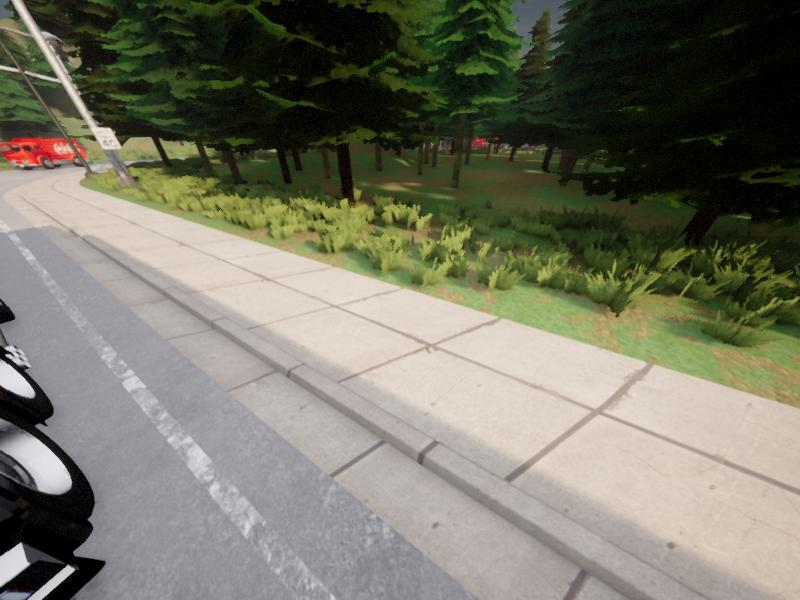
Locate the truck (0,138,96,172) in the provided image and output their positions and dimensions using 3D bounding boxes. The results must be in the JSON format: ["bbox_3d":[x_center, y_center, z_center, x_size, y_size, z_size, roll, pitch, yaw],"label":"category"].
[{"bbox_3d":[-34.151,-14.115,22.290,2.627,2.467,5.204,-5,35,-6],"label":"truck"}]

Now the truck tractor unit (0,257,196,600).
[{"bbox_3d":[-5.105,-0.305,0.806,6.516,4.208,3.053,19,39,25],"label":"truck tractor unit"}]
